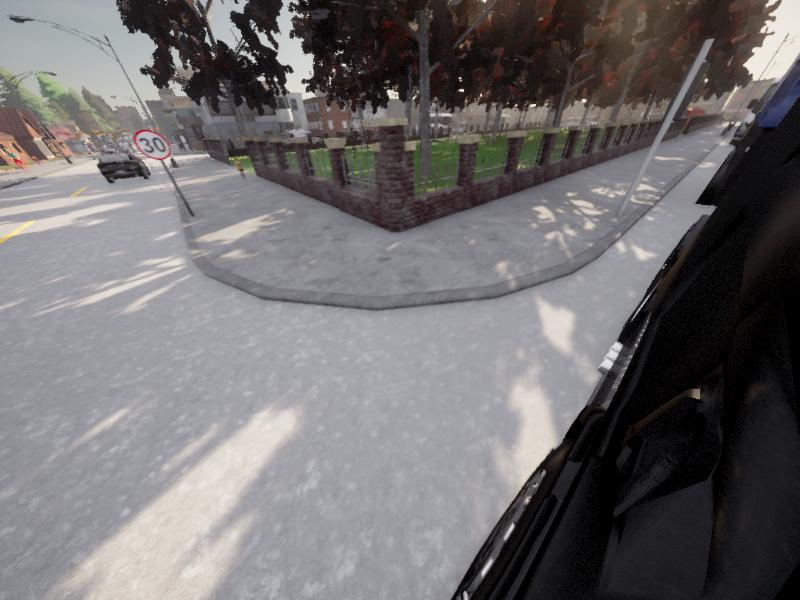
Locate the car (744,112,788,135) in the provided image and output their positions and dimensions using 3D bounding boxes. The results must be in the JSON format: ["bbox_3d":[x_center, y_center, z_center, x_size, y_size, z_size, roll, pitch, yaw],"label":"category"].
[{"bbox_3d":[41.423,-20.034,26.233,3.866,1.878,1.905,-29,44,-29],"label":"car"}]

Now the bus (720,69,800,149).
[{"bbox_3d":[30.094,-14.860,18.057,10.273,4.253,3.944,-29,44,-29],"label":"bus"}]

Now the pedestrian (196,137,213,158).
[{"bbox_3d":[-22.370,-17.485,26.482,0.751,1.860,0.751,-20,40,-21],"label":"pedestrian"}]

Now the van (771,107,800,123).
[{"bbox_3d":[83.068,-39.422,49.337,1.988,2.561,5.915,24,44,31],"label":"van"}]

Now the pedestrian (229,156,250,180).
[{"bbox_3d":[-8.779,-7.225,12.645,0.500,1.100,0.500,-27,43,-29],"label":"pedestrian"}]

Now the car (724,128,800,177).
[{"bbox_3d":[17.495,-7.063,10.821,5.357,1.411,2.033,-28,44,-30],"label":"car"}]

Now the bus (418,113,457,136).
[{"bbox_3d":[9.007,-43.424,57.159,3.944,4.253,10.273,-17,42,-22],"label":"bus"}]

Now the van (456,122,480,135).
[{"bbox_3d":[16.871,-42.392,57.021,6.366,2.431,2.351,-31,46,-32],"label":"van"}]

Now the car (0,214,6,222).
[{"bbox_3d":[-13.697,-2.104,5.859,2.242,1.667,4.611,-28,44,-30],"label":"car"}]

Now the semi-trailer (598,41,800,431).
[{"bbox_3d":[8.697,-3.606,4.230,14.254,4.402,2.717,-28,44,-30],"label":"semi-trailer"}]

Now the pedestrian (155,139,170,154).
[{"bbox_3d":[-36.643,-23.738,35.681,0.751,1.860,0.751,-21,41,-23],"label":"pedestrian"}]

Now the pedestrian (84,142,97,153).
[{"bbox_3d":[-60.832,-29.991,45.431,0.751,1.860,0.751,29,47,35],"label":"pedestrian"}]

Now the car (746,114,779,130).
[{"bbox_3d":[52.288,-25.734,33.381,5.238,1.638,1.930,-28,44,-30],"label":"car"}]

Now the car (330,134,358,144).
[{"bbox_3d":[-10.544,-30.486,43.760,4.718,1.301,1.895,-26,43,-28],"label":"car"}]

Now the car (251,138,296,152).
[{"bbox_3d":[-18.859,-23.303,34.616,5.357,1.411,2.033,-27,43,-29],"label":"car"}]

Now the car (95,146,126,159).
[{"bbox_3d":[-42.020,-21.486,33.608,1.994,1.385,4.181,-28,44,-30],"label":"car"}]

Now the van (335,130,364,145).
[{"bbox_3d":[-8.783,-28.660,40.648,4.442,1.987,1.775,-30,45,-31],"label":"van"}]

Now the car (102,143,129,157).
[{"bbox_3d":[-46.567,-24.670,37.919,1.851,1.617,3.988,-28,44,-30],"label":"car"}]

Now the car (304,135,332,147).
[{"bbox_3d":[-13.424,-26.061,37.848,3.633,1.501,1.845,-29,44,-31],"label":"car"}]

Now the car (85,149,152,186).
[{"bbox_3d":[-18.125,-8.799,15.148,1.882,1.535,5.008,-28,44,-30],"label":"car"}]

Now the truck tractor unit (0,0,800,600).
[{"bbox_3d":[2.645,-0.295,0.352,6.516,4.208,3.053,-28,44,-30],"label":"truck tractor unit"}]

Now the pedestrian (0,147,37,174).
[{"bbox_3d":[-32.580,-11.909,19.671,0.751,1.860,0.751,-27,43,-29],"label":"pedestrian"}]

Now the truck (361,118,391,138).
[{"bbox_3d":[-6.278,-43.901,59.253,2.891,3.827,8.468,-28,44,-30],"label":"truck"}]

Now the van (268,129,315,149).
[{"bbox_3d":[-18.054,-27.205,38.900,6.366,2.431,2.351,-28,44,-30],"label":"van"}]

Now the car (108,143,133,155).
[{"bbox_3d":[-50.779,-27.520,42.069,2.163,1.488,4.792,-28,44,-30],"label":"car"}]
